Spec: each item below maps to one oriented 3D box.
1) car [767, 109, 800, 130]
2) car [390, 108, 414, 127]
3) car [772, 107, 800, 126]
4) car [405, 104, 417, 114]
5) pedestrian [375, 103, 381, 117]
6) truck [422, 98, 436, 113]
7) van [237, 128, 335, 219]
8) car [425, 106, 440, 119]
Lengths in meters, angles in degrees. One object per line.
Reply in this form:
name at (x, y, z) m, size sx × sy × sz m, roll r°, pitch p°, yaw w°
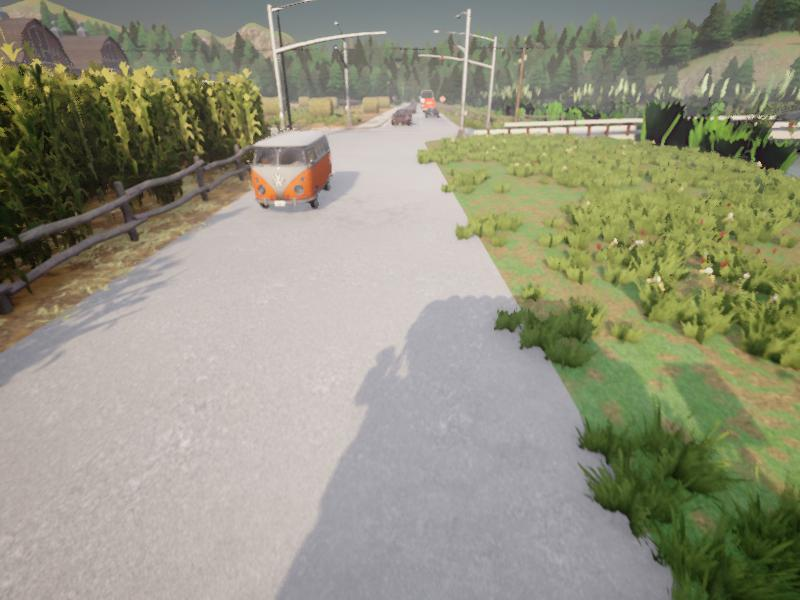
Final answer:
car at (31.709, -14.047, 31.038) m, size 4.181 × 1.385 × 1.994 m, roll 3°, pitch 27°, yaw 6°
car at (0.289, -20.285, 44.316) m, size 2.097 × 1.767 × 4.553 m, roll 3°, pitch 27°, yaw 6°
car at (34.988, -15.497, 33.818) m, size 4.674 × 1.442 × 1.812 m, roll 4°, pitch 27°, yaw 6°
car at (2.078, -35.689, 74.804) m, size 2.163 × 1.488 × 4.792 m, roll 1°, pitch 27°, yaw 2°
pedestrian at (-3.336, -28.778, 60.476) m, size 0.751 × 1.860 × 0.751 m, roll 6°, pitch 28°, yaw 12°
truck at (5.869, -39.281, 80.735) m, size 2.627 × 2.467 × 5.204 m, roll 1°, pitch 27°, yaw 2°
van at (-3.301, -4.163, 12.632) m, size 1.775 × 1.987 × 4.442 m, roll 0°, pitch 27°, yaw -1°
car at (5.000, -29.299, 62.441) m, size 2.152 × 1.651 × 5.027 m, roll 1°, pitch 27°, yaw 2°
